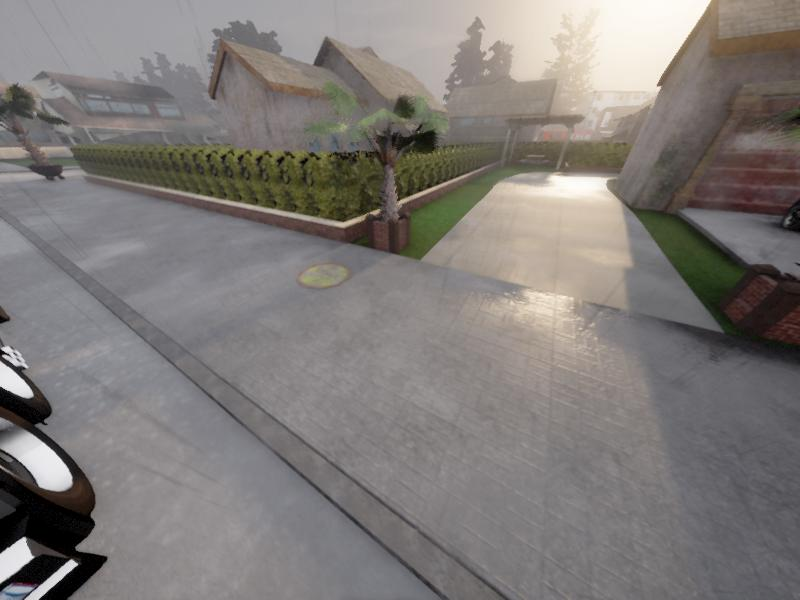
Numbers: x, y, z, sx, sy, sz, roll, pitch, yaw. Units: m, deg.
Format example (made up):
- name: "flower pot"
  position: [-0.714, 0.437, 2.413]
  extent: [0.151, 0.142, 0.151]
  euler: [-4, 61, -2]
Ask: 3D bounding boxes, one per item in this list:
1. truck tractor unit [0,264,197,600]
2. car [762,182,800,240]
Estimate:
- name: "truck tractor unit"
  position: [-5.118, -0.291, 0.791]
  extent: [6.516, 4.208, 3.053]
  euler: [18, 39, 24]
- name: "car"
  position: [9.913, -1.518, 4.227]
  extent: [1.845, 1.501, 3.633]
  euler: [16, 38, 22]
